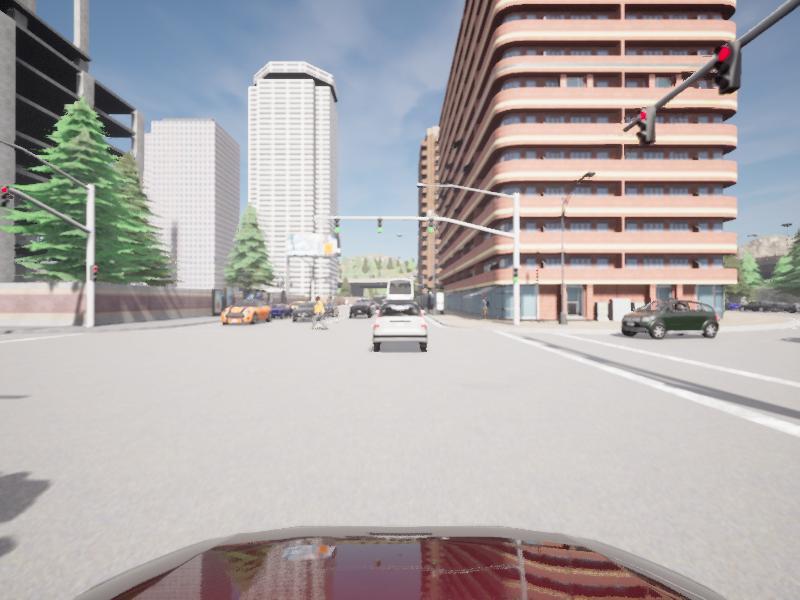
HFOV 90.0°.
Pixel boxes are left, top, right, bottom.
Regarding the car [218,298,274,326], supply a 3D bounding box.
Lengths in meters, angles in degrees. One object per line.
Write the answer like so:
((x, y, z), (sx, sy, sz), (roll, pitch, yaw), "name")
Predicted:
((-10.484, 0.735, 27.601), (2.097, 1.767, 4.553), (0, 0, 0), "car")

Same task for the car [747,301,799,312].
((50.565, 0.911, 54.399), (2.033, 1.411, 5.357), (0, 0, 0), "car")

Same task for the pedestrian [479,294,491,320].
((6.289, 0.528, 29.538), (0.751, 1.860, 0.751), (0, 0, 3), "pedestrian")

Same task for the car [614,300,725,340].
((11.168, 0.784, 16.671), (3.705, 1.549, 1.789), (0, 0, -12), "car")

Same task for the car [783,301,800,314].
((46.295, 0.837, 45.119), (2.038, 1.542, 4.974), (0, 0, 9), "car")

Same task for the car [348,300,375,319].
((-3.502, 0.826, 37.203), (1.930, 1.638, 5.238), (0, -1, 0), "car")

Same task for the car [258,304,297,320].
((-10.480, 0.994, 34.603), (1.895, 1.301, 4.718), (0, 0, 0), "car")

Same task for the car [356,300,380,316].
((-3.475, 0.821, 44.064), (2.242, 1.667, 4.611), (0, 0, 0), "car")

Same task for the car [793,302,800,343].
((16.501, 0.819, 14.392), (3.806, 1.475, 1.970), (0, 0, -21), "car")

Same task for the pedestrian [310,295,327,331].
((-4.286, 0.653, 21.055), (0.751, 1.860, 0.751), (0, 0, 1), "pedestrian")

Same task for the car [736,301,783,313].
((47.043, 0.861, 52.502), (1.837, 1.490, 4.892), (0, 0, 0), "car")

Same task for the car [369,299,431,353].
((0.006, 0.779, 13.992), (1.851, 1.617, 3.988), (0, 0, 0), "car")

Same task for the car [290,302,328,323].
((-6.979, 0.890, 31.091), (1.837, 1.490, 4.892), (0, 0, 0), "car")

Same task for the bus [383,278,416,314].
((-0.090, -0.457, 53.025), (3.944, 4.253, 10.273), (0, 0, 0), "bus")

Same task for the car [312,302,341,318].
((-6.978, 0.900, 38.300), (1.837, 1.490, 4.892), (0, 0, 0), "car")

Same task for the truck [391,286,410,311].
((0.043, -0.225, 65.445), (2.891, 3.827, 8.468), (0, 0, 0), "truck")
